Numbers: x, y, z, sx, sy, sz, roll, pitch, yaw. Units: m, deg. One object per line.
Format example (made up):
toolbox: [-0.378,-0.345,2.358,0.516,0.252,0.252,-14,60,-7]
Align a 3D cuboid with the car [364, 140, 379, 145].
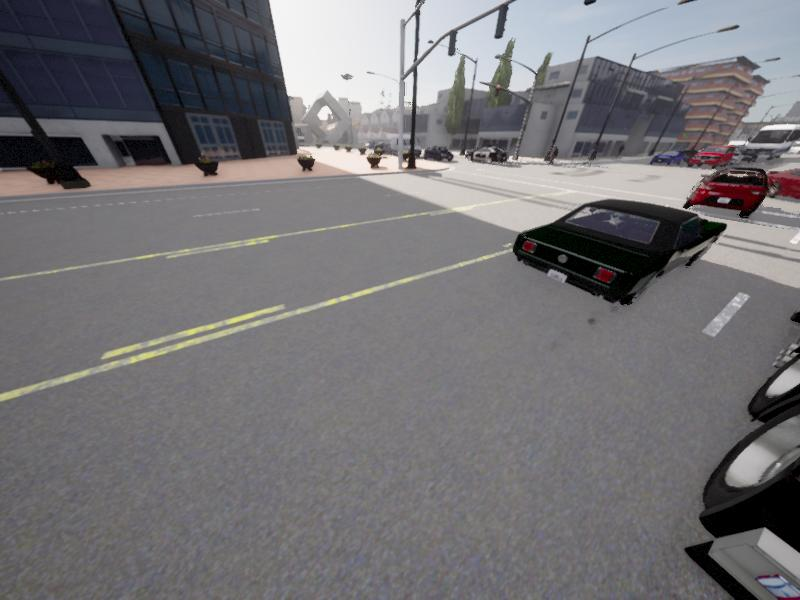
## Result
car: [-10.770,-59.937,87.721,5.357,1.411,2.033,18,38,22]

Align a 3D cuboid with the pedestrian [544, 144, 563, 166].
pedestrian: [15.761,-14.872,23.754,0.751,1.860,0.751,-8,36,-13]

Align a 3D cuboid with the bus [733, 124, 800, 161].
bus: [57.227,-24.099,35.335,10.273,4.253,3.944,-19,40,-24]

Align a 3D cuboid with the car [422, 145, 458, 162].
car: [4.516,-17.137,26.997,1.816,1.474,4.193,-17,39,-24]

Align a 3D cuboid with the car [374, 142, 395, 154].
car: [-2.521,-24.322,36.985,1.845,1.501,3.633,-18,39,-25]

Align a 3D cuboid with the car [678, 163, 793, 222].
car: [13.151,-4.509,9.300,4.193,1.474,1.816,-27,44,-34]

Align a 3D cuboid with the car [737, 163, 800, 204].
car: [19.025,-4.938,10.090,1.812,1.442,4.674,1,35,0]

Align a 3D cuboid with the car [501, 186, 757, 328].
car: [4.592,-1.264,4.667,4.718,1.301,1.895,-18,39,-24]

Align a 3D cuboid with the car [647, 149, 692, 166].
car: [32.611,-17.261,27.954,5.008,1.535,1.882,-18,39,-25]

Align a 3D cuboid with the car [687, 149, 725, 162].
car: [44.594,-21.079,33.672,4.181,1.385,1.994,-17,39,-23]

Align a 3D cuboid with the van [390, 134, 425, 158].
van: [0.846,-21.363,31.988,1.988,2.561,5.915,-17,39,-24]

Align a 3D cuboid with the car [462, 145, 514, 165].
car: [9.488,-16.075,25.496,1.930,1.638,5.238,-17,39,-24]

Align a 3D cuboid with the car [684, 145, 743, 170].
car: [34.384,-15.708,25.344,5.566,2.045,2.150,-18,39,-24]

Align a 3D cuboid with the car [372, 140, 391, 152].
car: [-3.644,-30.234,45.302,1.930,1.638,5.238,-14,38,-20]

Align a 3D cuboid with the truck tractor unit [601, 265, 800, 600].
truck tractor unit: [5.115,-0.297,0.770,6.516,4.208,3.053,-18,39,-24]

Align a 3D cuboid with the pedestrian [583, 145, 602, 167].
pedestrian: [20.060,-15.048,24.144,0.751,1.860,0.751,16,38,20]

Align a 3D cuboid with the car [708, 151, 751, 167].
car: [40.709,-17.494,28.542,4.674,1.442,1.812,-18,39,-24]

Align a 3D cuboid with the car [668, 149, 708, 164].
car: [38.234,-19.041,30.652,4.892,1.490,1.837,-18,39,-24]

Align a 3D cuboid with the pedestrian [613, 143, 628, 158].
pedestrian: [33.569,-22.705,35.140,0.751,1.860,0.751,-20,40,-27]
